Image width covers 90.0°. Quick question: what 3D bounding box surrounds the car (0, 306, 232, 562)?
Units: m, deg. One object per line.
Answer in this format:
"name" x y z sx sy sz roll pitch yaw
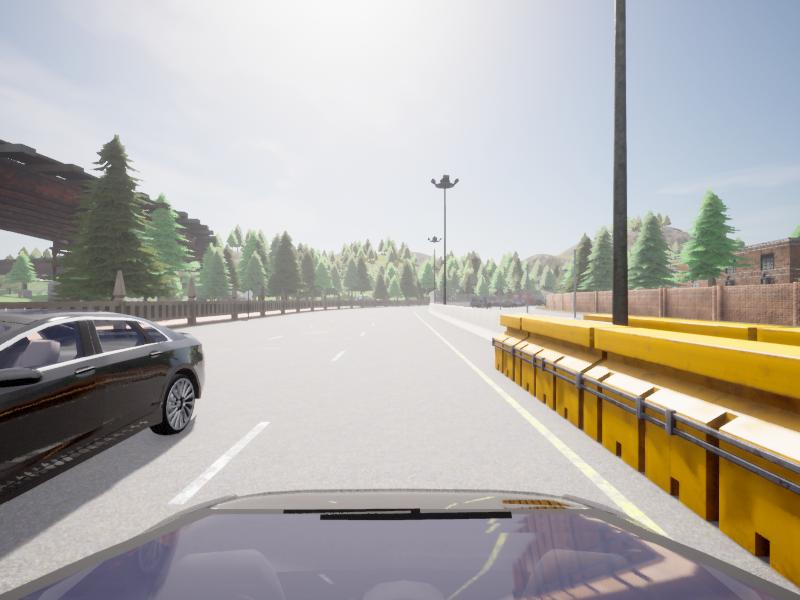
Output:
"car" -3.500 0.837 3.363 2.128 1.511 4.902 0 0 0
